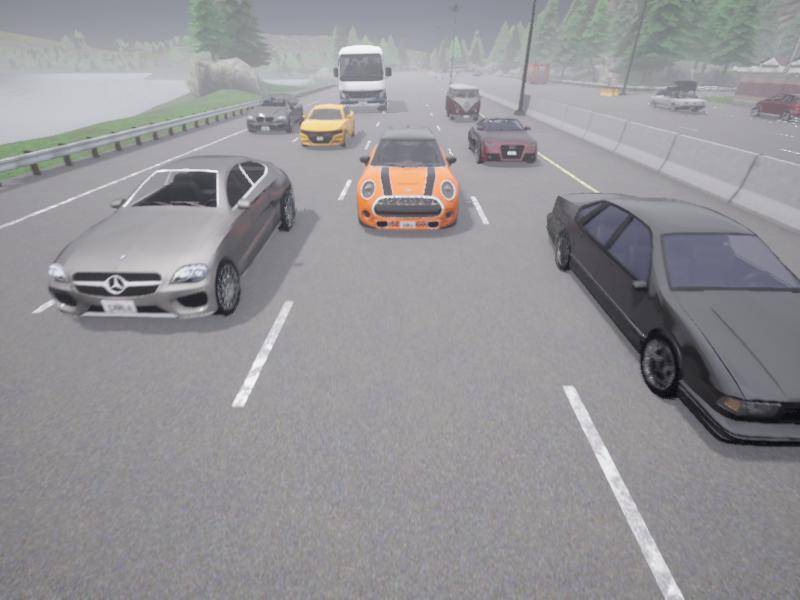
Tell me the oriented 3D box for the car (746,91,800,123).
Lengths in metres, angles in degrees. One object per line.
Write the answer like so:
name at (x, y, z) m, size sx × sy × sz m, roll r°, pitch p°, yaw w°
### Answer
car at (24.980, -12.534, 25.917) m, size 1.789 × 1.549 × 3.705 m, roll 1°, pitch 31°, yaw 1°

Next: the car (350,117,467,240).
car at (0.188, -3.137, 9.557) m, size 2.097 × 1.767 × 4.553 m, roll 1°, pitch 30°, yaw 1°

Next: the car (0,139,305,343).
car at (-3.361, -1.457, 6.846) m, size 2.152 × 1.651 × 5.027 m, roll 1°, pitch 31°, yaw 1°

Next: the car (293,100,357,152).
car at (-3.162, -7.960, 18.024) m, size 1.882 × 1.535 × 5.008 m, roll 1°, pitch 31°, yaw 1°

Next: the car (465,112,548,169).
car at (3.782, -6.104, 15.051) m, size 1.994 × 1.385 × 4.181 m, roll 0°, pitch 30°, yaw 1°

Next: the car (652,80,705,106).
car at (25.168, -18.859, 36.364) m, size 1.905 × 1.878 × 3.866 m, roll 1°, pitch 30°, yaw 1°

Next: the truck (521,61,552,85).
truck at (25.894, -43.536, 76.535) m, size 2.891 × 3.827 × 8.468 m, roll 1°, pitch 30°, yaw 1°

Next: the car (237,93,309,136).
car at (-6.602, -10.062, 21.468) m, size 2.242 × 1.667 × 4.611 m, roll 1°, pitch 30°, yaw 1°

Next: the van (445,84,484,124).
van at (3.971, -12.504, 25.358) m, size 1.775 × 1.987 × 4.442 m, roll 1°, pitch 30°, yaw 1°

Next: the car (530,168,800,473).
car at (3.613, -0.465, 5.409) m, size 2.033 × 1.411 × 5.357 m, roll 1°, pitch 30°, yaw 1°

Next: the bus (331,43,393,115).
bus at (-2.697, -17.592, 31.769) m, size 3.944 × 4.253 × 10.273 m, roll -2°, pitch 30°, yaw -1°

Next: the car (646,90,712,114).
car at (21.574, -15.514, 31.236) m, size 1.895 × 1.301 × 4.718 m, roll 1°, pitch 30°, yaw 1°
